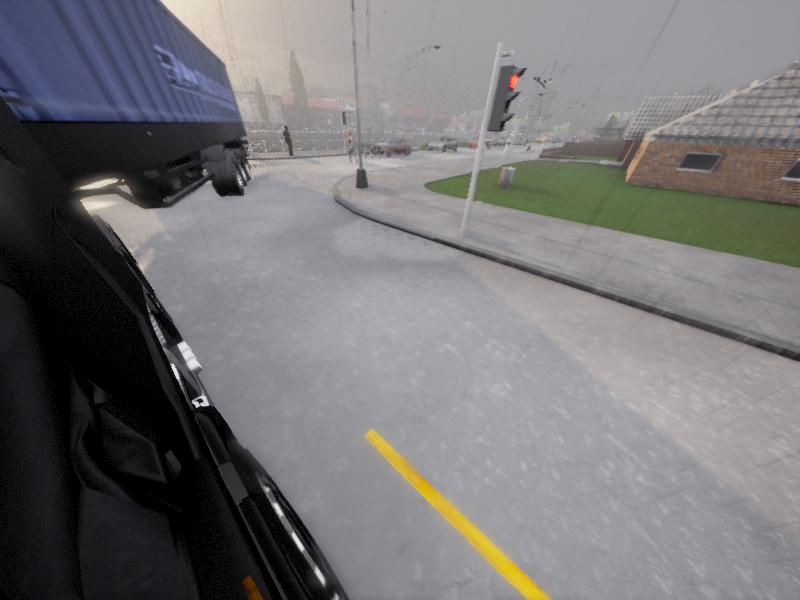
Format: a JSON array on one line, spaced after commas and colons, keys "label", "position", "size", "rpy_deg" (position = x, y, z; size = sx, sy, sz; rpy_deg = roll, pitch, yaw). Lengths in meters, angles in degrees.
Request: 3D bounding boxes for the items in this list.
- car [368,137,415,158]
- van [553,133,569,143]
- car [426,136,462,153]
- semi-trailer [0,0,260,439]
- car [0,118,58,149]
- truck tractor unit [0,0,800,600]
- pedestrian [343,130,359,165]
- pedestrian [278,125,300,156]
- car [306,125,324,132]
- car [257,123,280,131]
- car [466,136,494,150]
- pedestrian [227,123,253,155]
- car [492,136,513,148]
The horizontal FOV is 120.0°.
[{"label": "car", "position": [-0.737, -14.196, 21.412], "size": [1.994, 1.385, 4.181], "rpy_deg": [28, 43, 30]}, {"label": "van", "position": [50.170, -50.334, 71.753], "size": [2.351, 2.431, 6.366], "rpy_deg": [28, 43, 29]}, {"label": "car", "position": [5.219, -18.437, 27.293], "size": [2.007, 1.525, 4.514], "rpy_deg": [27, 43, 29]}, {"label": "semi-trailer", "position": [-6.317, -4.567, 5.657], "size": [2.717, 4.402, 14.254], "rpy_deg": [-13, 40, -17]}, {"label": "car", "position": [-28.272, -12.564, 17.373], "size": [4.611, 1.667, 2.242], "rpy_deg": [27, 43, 30]}, {"label": "truck tractor unit", "position": [-2.645, -0.295, 0.352], "size": [6.516, 4.208, 3.053], "rpy_deg": [28, 44, 30]}, {"label": "pedestrian", "position": [-3.259, -10.216, 15.500], "size": [0.751, 1.860, 0.751], "rpy_deg": [7, 37, 6]}, {"label": "pedestrian", "position": [-8.190, -11.759, 17.070], "size": [0.751, 1.860, 0.751], "rpy_deg": [25, 42, 27]}, {"label": "car", "position": [-28.270, -56.967, 76.689], "size": [1.930, 1.638, 5.238], "rpy_deg": [28, 43, 29]}, {"label": "car", "position": [-37.964, -50.160, 67.033], "size": [1.930, 1.638, 5.238], "rpy_deg": [27, 43, 29]}, {"label": "car", "position": [11.765, -23.030, 33.808], "size": [2.007, 1.525, 4.514], "rpy_deg": [28, 43, 29]}, {"label": "pedestrian", "position": [-11.703, -11.835, 16.980], "size": [0.751, 1.860, 0.751], "rpy_deg": [8, 37, 7]}, {"label": "car", "position": [17.587, -27.095, 39.619], "size": [1.816, 1.474, 4.193], "rpy_deg": [28, 43, 29]}]
